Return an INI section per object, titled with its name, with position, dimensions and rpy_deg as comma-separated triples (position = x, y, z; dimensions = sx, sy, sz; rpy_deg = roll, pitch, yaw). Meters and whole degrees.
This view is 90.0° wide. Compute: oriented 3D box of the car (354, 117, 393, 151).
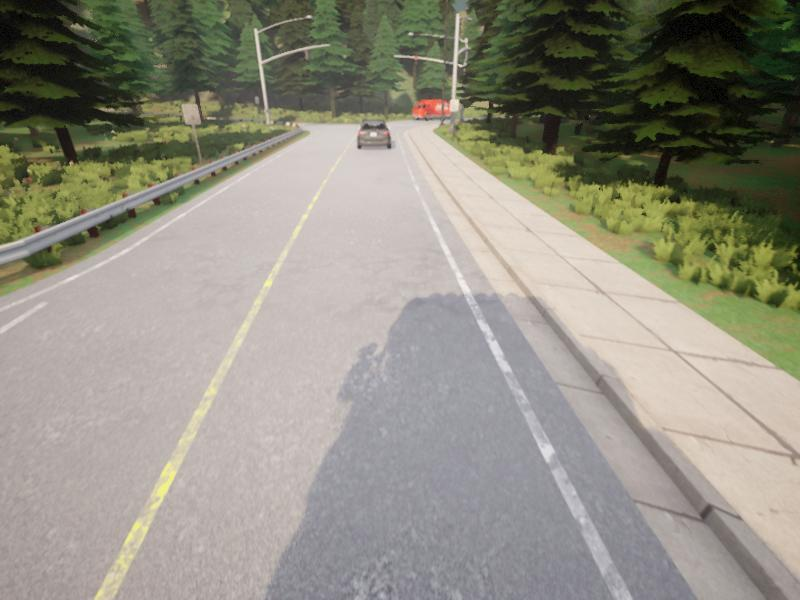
[car]
position = -1.680, -10.918, 26.113
dimensions = 2.242, 1.667, 4.611
rpy_deg = -1, 27, -2

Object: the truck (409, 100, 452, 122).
[truck]
position = 3.997, -24.921, 52.536
dimensions = 5.204, 2.467, 2.627
rpy_deg = -21, 34, -36
